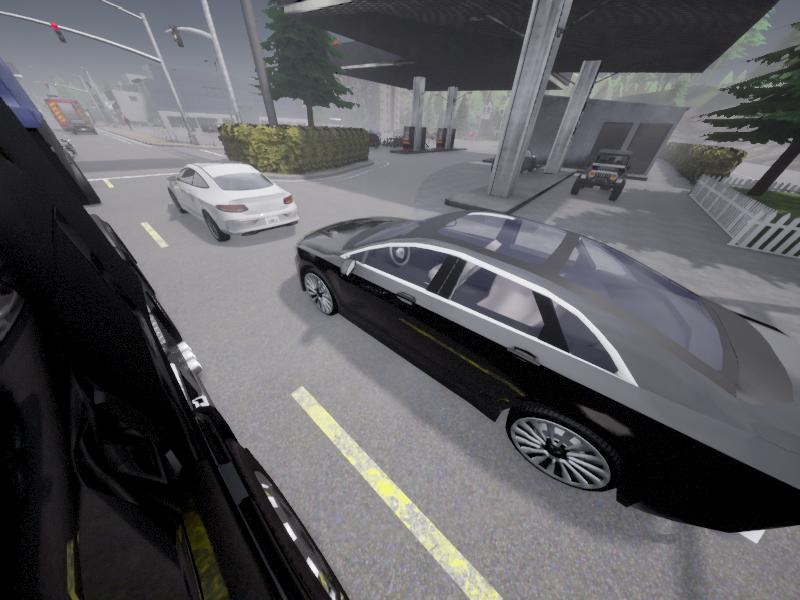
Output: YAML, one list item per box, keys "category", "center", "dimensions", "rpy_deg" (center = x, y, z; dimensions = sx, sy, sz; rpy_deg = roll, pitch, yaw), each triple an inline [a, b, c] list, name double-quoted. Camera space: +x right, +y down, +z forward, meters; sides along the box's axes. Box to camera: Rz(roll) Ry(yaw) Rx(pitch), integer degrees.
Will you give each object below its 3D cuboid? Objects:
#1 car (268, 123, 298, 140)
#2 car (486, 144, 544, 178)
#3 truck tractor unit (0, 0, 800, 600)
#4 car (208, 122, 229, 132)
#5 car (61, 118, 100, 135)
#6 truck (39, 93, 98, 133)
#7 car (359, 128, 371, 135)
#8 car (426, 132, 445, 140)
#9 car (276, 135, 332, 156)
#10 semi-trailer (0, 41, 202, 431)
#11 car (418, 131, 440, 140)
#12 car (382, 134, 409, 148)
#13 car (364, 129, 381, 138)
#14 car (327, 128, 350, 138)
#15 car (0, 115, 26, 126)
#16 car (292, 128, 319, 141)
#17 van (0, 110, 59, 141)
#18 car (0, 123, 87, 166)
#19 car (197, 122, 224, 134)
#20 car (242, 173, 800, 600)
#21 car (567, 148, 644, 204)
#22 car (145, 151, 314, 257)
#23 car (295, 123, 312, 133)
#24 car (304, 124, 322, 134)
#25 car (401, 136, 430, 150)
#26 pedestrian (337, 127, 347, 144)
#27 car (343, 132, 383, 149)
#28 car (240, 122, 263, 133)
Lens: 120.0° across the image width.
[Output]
- category: "car"
  center: [-17.226, -24.744, 33.967]
  dimensions: [3.866, 1.878, 1.905]
  rpy_deg: [28, 43, 29]
- category: "car"
  center: [8.573, -10.384, 17.093]
  dimensions: [2.242, 1.667, 4.611]
  rpy_deg: [28, 43, 29]
- category: "truck tractor unit"
  center: [-2.645, -0.295, 0.352]
  dimensions: [6.516, 4.208, 3.053]
  rpy_deg: [28, 44, 30]
- category: "car"
  center: [-36.408, -34.737, 46.361]
  dimensions: [3.806, 1.475, 1.970]
  rpy_deg: [28, 43, 29]
- category: "car"
  center: [-39.106, -21.245, 28.268]
  dimensions: [4.974, 1.542, 2.038]
  rpy_deg: [28, 44, 30]
- category: "truck"
  center: [-45.904, -25.794, 31.999]
  dimensions: [8.468, 3.827, 2.891]
  rpy_deg: [28, 44, 30]
- category: "car"
  center: [-10.924, -52.864, 72.418]
  dimensions: [3.633, 1.501, 1.845]
  rpy_deg: [28, 43, 29]
- category: "car"
  center: [9.115, -42.333, 59.563]
  dimensions: [4.514, 1.523, 2.007]
  rpy_deg: [28, 43, 29]
- category: "car"
  center: [-8.840, -14.461, 21.576]
  dimensions: [1.994, 1.385, 4.181]
  rpy_deg: [28, 44, 30]
- category: "semi-trailer"
  center: [-8.713, -3.598, 4.209]
  dimensions: [14.254, 4.402, 2.717]
  rpy_deg: [28, 44, 30]
- category: "car"
  center: [7.156, -40.931, 57.552]
  dimensions: [5.027, 1.636, 2.152]
  rpy_deg: [28, 43, 29]
- category: "car"
  center: [-0.618, -23.401, 33.947]
  dimensions: [1.970, 1.475, 3.806]
  rpy_deg: [28, 44, 30]
- category: "car"
  center: [-6.301, -38.816, 53.858]
  dimensions: [3.633, 1.501, 1.845]
  rpy_deg: [28, 43, 29]
- category: "car"
  center: [-12.703, -34.432, 47.561]
  dimensions: [4.514, 1.523, 2.007]
  rpy_deg: [28, 43, 29]
- category: "car"
  center: [-63.082, -28.098, 36.193]
  dimensions: [4.181, 1.385, 1.994]
  rpy_deg: [-15, 40, -19]
- category: "car"
  center: [-14.647, -25.739, 35.933]
  dimensions: [3.806, 1.475, 1.970]
  rpy_deg: [28, 43, 29]
- category: "van"
  center: [-33.912, -15.933, 21.076]
  dimensions: [4.480, 2.038, 2.069]
  rpy_deg: [25, 42, 26]
- category: "car"
  center: [-20.674, -7.952, 11.768]
  dimensions: [2.152, 1.651, 5.027]
  rpy_deg: [15, 39, 14]
- category: "car"
  center: [-33.321, -30.205, 40.613]
  dimensions: [4.514, 1.523, 2.007]
  rpy_deg: [28, 43, 29]
- category: "car"
  center: [0.630, -0.191, 2.677]
  dimensions: [4.902, 1.511, 2.128]
  rpy_deg: [28, 44, 30]
- category: "car"
  center: [10.170, -6.303, 11.463]
  dimensions: [1.905, 1.878, 3.866]
  rpy_deg: [28, 43, 29]
- category: "car"
  center: [-4.554, -2.836, 6.095]
  dimensions: [4.674, 1.442, 1.812]
  rpy_deg: [28, 43, 29]
- category: "car"
  center: [-24.402, -43.488, 58.548]
  dimensions: [3.866, 1.878, 1.905]
  rpy_deg: [28, 43, 29]
- category: "car"
  center: [-22.868, -44.923, 60.597]
  dimensions: [4.605, 1.855, 1.932]
  rpy_deg: [28, 43, 29]
- category: "car"
  center: [2.161, -22.041, 32.307]
  dimensions: [1.816, 1.474, 4.193]
  rpy_deg: [28, 44, 30]
- category: "pedestrian"
  center: [-7.961, -22.545, 31.724]
  dimensions: [0.751, 1.860, 0.751]
  rpy_deg: [28, 43, 29]
- category: "car"
  center: [-4.675, -20.680, 29.930]
  dimensions: [2.033, 1.649, 4.856]
  rpy_deg: [28, 44, 30]
- category: "car"
  center: [-32.562, -37.769, 50.522]
  dimensions: [5.027, 1.636, 2.152]
  rpy_deg: [28, 43, 29]
